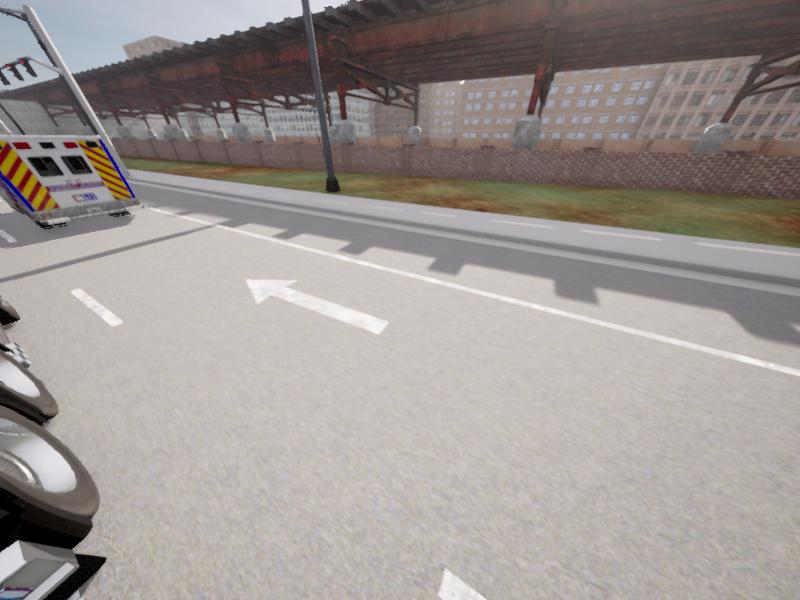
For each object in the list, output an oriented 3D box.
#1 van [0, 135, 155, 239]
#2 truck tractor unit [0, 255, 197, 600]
[{"bbox_3d":[-12.185,-4.200,8.034,6.366,2.431,2.351,17,38,23],"label":"van"},{"bbox_3d":[-5.114,-0.296,0.793,6.516,4.208,3.053,19,40,25],"label":"truck tractor unit"}]
